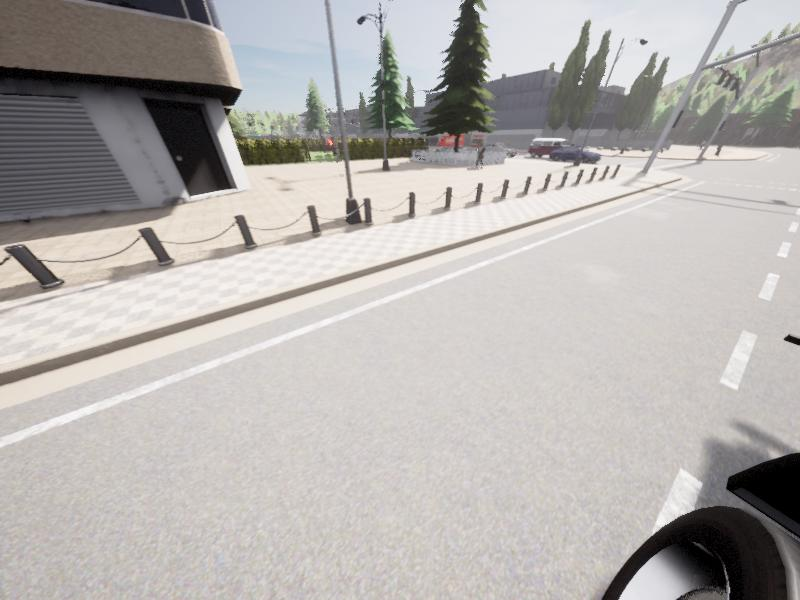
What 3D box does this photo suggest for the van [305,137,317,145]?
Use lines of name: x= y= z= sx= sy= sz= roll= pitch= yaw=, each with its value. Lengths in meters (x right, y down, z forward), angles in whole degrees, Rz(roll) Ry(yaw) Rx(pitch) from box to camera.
van: x=-33.333 y=-59.631 z=86.549 sx=2.351 sy=2.431 sz=6.366 roll=-20 pitch=40 yaw=-26

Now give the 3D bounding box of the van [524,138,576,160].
van: x=18.097 y=-18.447 z=28.137 sx=2.069 sy=2.038 sz=4.480 roll=-21 pitch=40 yaw=-27

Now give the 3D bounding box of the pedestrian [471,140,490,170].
pedestrian: x=6.083 y=-10.942 z=17.436 sx=0.751 sy=1.860 sz=0.751 roll=-27 pitch=43 yaw=-33

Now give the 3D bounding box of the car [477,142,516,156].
car: x=13.865 y=-21.936 z=33.549 sx=1.882 sy=1.535 sz=5.008 roll=-21 pitch=40 yaw=-27

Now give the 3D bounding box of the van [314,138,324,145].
van: x=-31.210 y=-61.326 z=89.282 sx=2.069 sy=2.038 sz=4.480 roll=-20 pitch=40 yaw=-26

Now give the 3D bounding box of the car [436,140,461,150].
car: x=10.096 y=-32.573 z=48.620 sx=1.801 sy=1.575 sz=5.366 roll=-21 pitch=41 yaw=-27

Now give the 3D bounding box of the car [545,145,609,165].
car: x=17.740 y=-14.797 z=23.485 sx=1.812 sy=1.442 sz=4.674 roll=-20 pitch=40 yaw=-25

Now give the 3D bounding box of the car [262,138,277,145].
car: x=-45.771 y=-55.402 z=80.871 sx=3.866 sy=1.878 sz=1.905 roll=-21 pitch=40 yaw=-27

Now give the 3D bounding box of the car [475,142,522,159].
car: x=12.587 y=-19.417 z=29.917 sx=2.152 sy=1.651 sz=5.027 roll=-21 pitch=40 yaw=-27

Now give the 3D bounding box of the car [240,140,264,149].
car: x=-37.379 y=-39.530 z=58.582 sx=4.605 sy=1.855 sz=1.932 roll=-21 pitch=40 yaw=-27

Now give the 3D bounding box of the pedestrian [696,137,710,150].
pedestrian: x=53.262 y=-27.540 z=40.608 sx=0.751 sy=1.860 sz=0.751 roll=-25 pitch=42 yaw=-31

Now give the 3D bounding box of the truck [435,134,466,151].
truck: x=9.459 y=-29.843 z=43.911 sx=2.627 sy=2.467 sz=5.204 roll=-21 pitch=37 yaw=-26

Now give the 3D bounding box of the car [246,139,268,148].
car: x=-38.082 y=-41.680 z=61.634 sx=4.605 sy=1.855 sz=1.932 roll=-21 pitch=40 yaw=-27

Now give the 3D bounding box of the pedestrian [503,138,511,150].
pedestrian: x=20.688 y=-30.141 z=44.538 sx=0.751 sy=1.860 sz=0.751 roll=-24 pitch=42 yaw=-30
